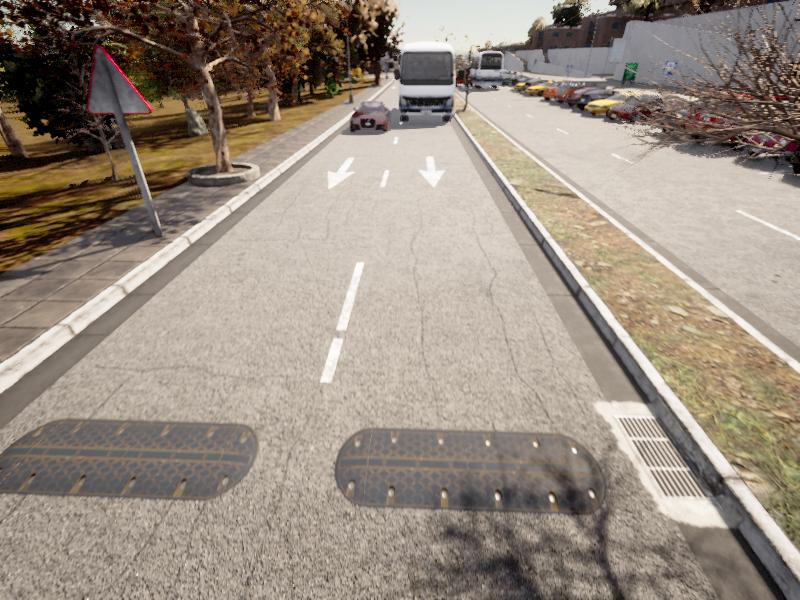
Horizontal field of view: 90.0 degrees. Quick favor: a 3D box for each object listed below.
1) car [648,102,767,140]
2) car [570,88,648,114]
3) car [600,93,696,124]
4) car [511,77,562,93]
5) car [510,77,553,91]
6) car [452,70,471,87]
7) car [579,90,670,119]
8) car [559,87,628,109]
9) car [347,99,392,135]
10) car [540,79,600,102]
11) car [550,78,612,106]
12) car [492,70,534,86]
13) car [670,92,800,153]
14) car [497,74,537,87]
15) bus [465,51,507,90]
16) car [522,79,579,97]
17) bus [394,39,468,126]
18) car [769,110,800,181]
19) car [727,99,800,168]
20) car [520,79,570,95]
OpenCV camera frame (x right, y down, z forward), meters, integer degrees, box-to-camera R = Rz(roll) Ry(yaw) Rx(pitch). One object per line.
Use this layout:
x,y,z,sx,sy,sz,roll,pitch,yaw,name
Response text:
15.249,-8.989,19.949,4.674,1.452,2.002,-9,31,-16,car
15.742,-15.074,30.227,4.792,1.488,2.163,-9,32,-16,car
15.456,-12.020,25.074,4.792,1.488,2.163,-9,32,-16,car
16.348,-25.830,48.031,5.366,1.575,1.946,-9,33,-16,car
16.634,-27.360,50.658,4.674,1.452,2.002,-9,32,-16,car
8.929,-32.611,58.816,2.150,2.045,5.566,1,31,2,car
15.425,-13.543,27.578,5.366,1.575,1.946,-9,32,-16,car
15.825,-16.590,32.782,4.674,1.452,2.002,-9,32,-16,car
-1.545,-10.016,21.767,1.994,1.385,4.181,1,30,2,car
16.033,-19.795,37.805,4.553,1.767,2.185,-9,32,-16,car
15.839,-18.325,35.163,4.442,1.987,1.878,-9,33,-16,car
17.129,-33.751,60.738,5.566,2.045,2.435,-9,32,-16,car
15.168,-7.737,17.241,5.566,2.045,2.435,-9,31,-16,car
16.994,-31.994,58.295,4.892,1.521,2.231,-9,33,-16,car
11.705,-32.052,55.737,3.944,4.253,10.273,1,31,2,bus
16.116,-22.746,42.929,5.366,1.575,1.946,-9,33,-16,car
1.827,-14.581,26.666,3.944,4.253,10.273,1,31,2,bus
14.885,-4.714,12.069,5.566,2.045,2.435,-9,32,-16,car
14.915,-6.184,14.632,4.442,1.987,1.878,-9,32,-16,car
16.434,-24.294,45.559,4.792,1.488,2.163,-9,32,-16,car
